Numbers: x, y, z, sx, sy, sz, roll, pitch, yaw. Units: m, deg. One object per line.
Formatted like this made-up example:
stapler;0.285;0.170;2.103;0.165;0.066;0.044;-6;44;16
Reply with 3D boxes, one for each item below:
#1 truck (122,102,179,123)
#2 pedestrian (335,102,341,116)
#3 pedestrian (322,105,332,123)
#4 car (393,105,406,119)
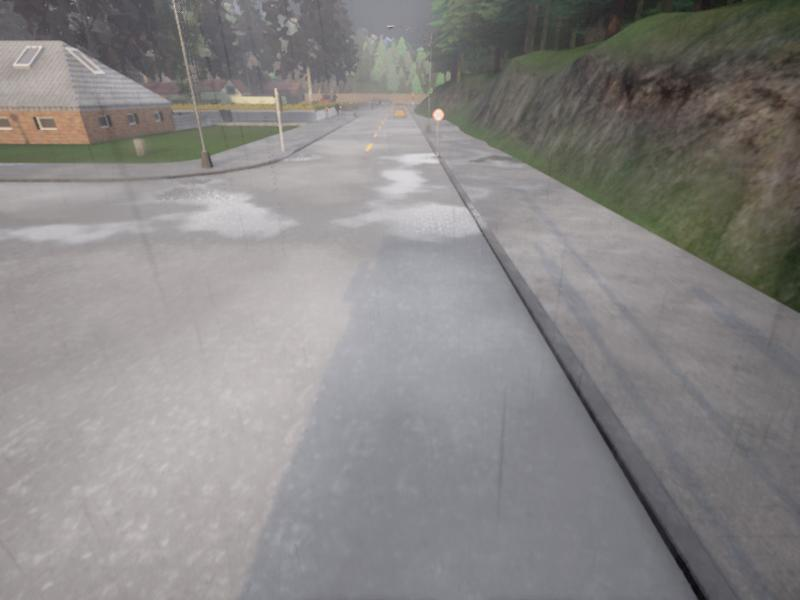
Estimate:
truck;-27.001;-20.384;43.470;4.478;2.038;2.069;0;27;0
pedestrian;-9.375;-28.775;60.261;0.751;1.860;0.751;-1;27;-3
pedestrian;-8.364;-21.388;45.901;0.751;1.860;0.751;1;27;2
car;-0.032;-27.490;58.433;1.801;1.575;5.366;0;27;0
